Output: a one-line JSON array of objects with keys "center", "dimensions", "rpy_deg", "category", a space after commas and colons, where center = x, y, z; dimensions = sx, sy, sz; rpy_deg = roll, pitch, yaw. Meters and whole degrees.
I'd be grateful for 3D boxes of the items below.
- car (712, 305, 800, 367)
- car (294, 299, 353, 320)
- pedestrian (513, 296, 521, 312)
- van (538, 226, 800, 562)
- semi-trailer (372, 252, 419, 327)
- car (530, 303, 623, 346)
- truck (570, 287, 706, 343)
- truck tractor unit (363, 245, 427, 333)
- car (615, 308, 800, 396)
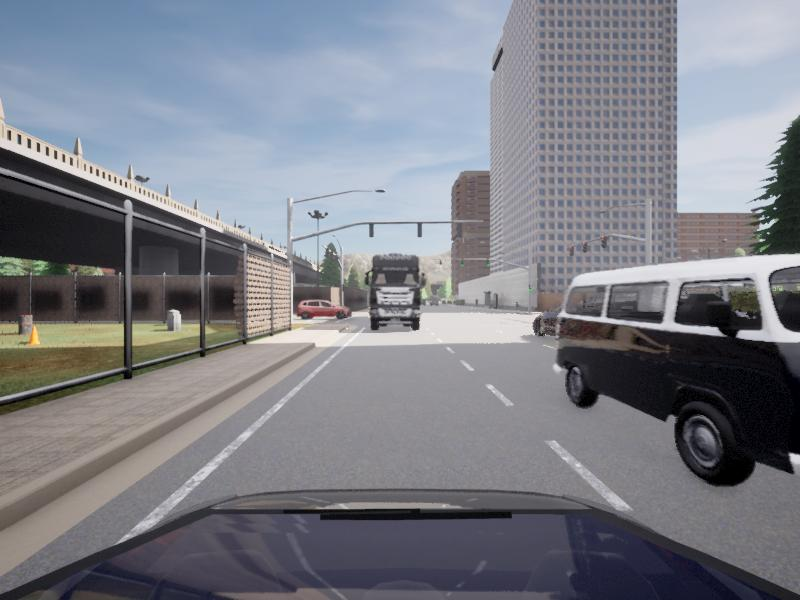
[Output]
[{"center": [10.376, 0.870, 9.786], "dimensions": [1.812, 1.442, 4.674], "rpy_deg": [0, 0, -1], "category": "car"}, {"center": [-6.395, 0.802, 34.021], "dimensions": [4.611, 1.667, 2.242], "rpy_deg": [0, 0, -1], "category": "car"}, {"center": [14.281, 0.485, 48.832], "dimensions": [0.751, 1.860, 0.751], "rpy_deg": [0, 0, -3], "category": "pedestrian"}, {"center": [3.437, 0.571, 4.672], "dimensions": [2.069, 2.038, 4.480], "rpy_deg": [0, 0, -1], "category": "van"}, {"center": [-0.354, -0.599, 30.412], "dimensions": [2.717, 4.402, 14.254], "rpy_deg": [0, 0, -1], "category": "semi-trailer"}, {"center": [6.805, 0.854, 15.983], "dimensions": [1.816, 1.474, 4.193], "rpy_deg": [0, 0, -1], "category": "car"}, {"center": [10.281, 0.544, 18.180], "dimensions": [2.390, 2.098, 6.274], "rpy_deg": [0, 0, -1], "category": "truck"}, {"center": [-0.258, -0.524, 22.496], "dimensions": [3.053, 4.208, 6.516], "rpy_deg": [0, 0, -1], "category": "truck tractor unit"}, {"center": [6.896, 0.907, 8.810], "dimensions": [1.994, 1.385, 4.181], "rpy_deg": [0, 0, -2], "category": "car"}]
